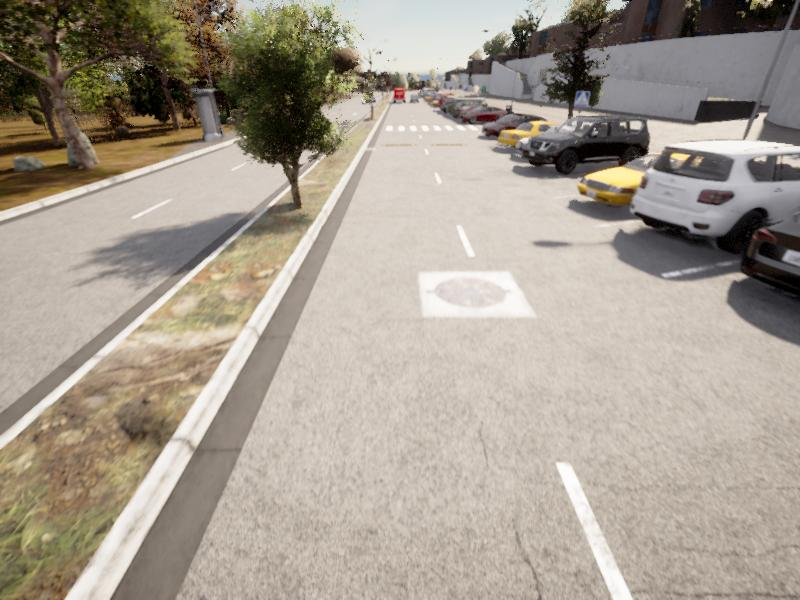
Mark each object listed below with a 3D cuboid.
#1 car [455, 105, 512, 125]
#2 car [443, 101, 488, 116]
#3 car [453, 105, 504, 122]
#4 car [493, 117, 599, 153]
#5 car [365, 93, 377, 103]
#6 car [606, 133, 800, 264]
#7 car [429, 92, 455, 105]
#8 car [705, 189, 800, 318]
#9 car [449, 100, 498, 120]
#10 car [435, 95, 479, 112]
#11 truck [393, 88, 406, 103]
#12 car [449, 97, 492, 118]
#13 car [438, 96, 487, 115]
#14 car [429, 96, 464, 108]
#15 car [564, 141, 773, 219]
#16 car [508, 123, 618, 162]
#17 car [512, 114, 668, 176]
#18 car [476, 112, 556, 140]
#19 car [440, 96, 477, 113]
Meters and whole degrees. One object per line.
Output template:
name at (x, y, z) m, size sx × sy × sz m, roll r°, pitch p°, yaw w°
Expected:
car at (7.996, -17.809, 38.438) m, size 4.792 × 1.488 × 2.163 m, roll -9°, pitch 30°, yaw -18°
car at (8.005, -23.480, 48.974) m, size 4.892 × 1.521 × 2.231 m, roll -9°, pitch 29°, yaw -18°
car at (8.014, -19.224, 41.104) m, size 4.674 × 1.452 × 2.002 m, roll -9°, pitch 29°, yaw -18°
car at (8.210, -9.380, 22.614) m, size 5.366 × 1.575 × 1.946 m, roll -9°, pitch 29°, yaw -18°
car at (-5.905, -41.061, 81.366) m, size 2.033 × 1.649 × 4.856 m, roll 0°, pitch 29°, yaw 0°
car at (8.080, -2.553, 9.172) m, size 5.566 × 2.045 × 2.435 m, roll -9°, pitch 29°, yaw -18°
car at (7.876, -37.845, 75.076) m, size 4.442 × 1.987 × 1.878 m, roll -10°, pitch 31°, yaw -18°
car at (8.081, -0.916, 6.644) m, size 4.792 × 1.488 × 2.163 m, roll -9°, pitch 29°, yaw -18°
car at (7.988, -20.773, 43.647) m, size 4.553 × 1.767 × 2.185 m, roll -9°, pitch 29°, yaw -18°
car at (8.030, -27.932, 56.759) m, size 5.566 × 2.045 × 2.435 m, roll -9°, pitch 30°, yaw -18°
truck at (-0.098, -41.612, 81.450) m, size 2.627 × 2.467 × 5.204 m, roll 0°, pitch 29°, yaw 0°
car at (8.124, -22.292, 46.276) m, size 4.442 × 1.987 × 1.878 m, roll -9°, pitch 29°, yaw -18°
car at (7.985, -25.103, 51.473) m, size 5.566 × 2.045 × 2.435 m, roll -9°, pitch 30°, yaw -18°
car at (7.819, -33.347, 67.308) m, size 5.366 × 1.575 × 1.946 m, roll -9°, pitch 30°, yaw -18°
car at (7.878, -3.694, 11.879) m, size 5.366 × 1.575 × 1.946 m, roll -9°, pitch 30°, yaw -18°
car at (8.046, -7.898, 19.921) m, size 4.674 × 1.452 × 2.002 m, roll -9°, pitch 30°, yaw -18°
car at (8.020, -6.737, 17.119) m, size 5.566 × 2.045 × 2.435 m, roll -9°, pitch 30°, yaw -18°
car at (8.007, -12.145, 27.852) m, size 4.792 × 1.488 × 2.163 m, roll -9°, pitch 30°, yaw -18°
car at (7.899, -26.474, 54.088) m, size 4.442 × 1.987 × 1.878 m, roll -9°, pitch 30°, yaw -18°
